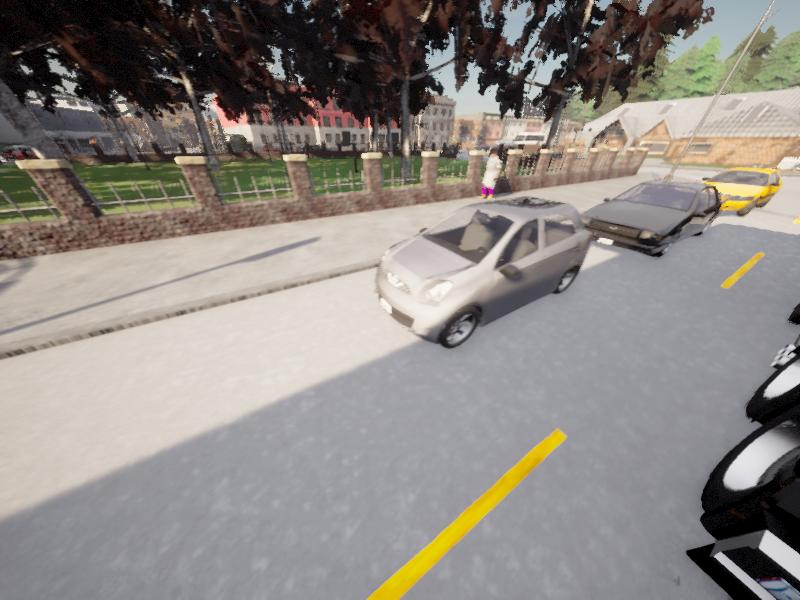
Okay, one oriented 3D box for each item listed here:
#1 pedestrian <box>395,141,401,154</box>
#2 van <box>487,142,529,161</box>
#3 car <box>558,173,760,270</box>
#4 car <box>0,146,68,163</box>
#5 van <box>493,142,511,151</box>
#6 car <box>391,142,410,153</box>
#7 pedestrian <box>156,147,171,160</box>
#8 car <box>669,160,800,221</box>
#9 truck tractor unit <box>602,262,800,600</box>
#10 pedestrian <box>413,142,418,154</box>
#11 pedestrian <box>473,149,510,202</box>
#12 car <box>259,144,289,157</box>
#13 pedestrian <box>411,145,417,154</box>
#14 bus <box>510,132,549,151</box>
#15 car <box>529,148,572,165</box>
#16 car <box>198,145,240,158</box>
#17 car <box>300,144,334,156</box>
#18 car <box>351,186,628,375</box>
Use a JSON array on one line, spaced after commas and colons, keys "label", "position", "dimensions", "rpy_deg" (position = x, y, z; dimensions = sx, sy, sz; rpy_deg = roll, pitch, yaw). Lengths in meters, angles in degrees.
[{"label": "pedestrian", "position": [-0.387, -26.862, 40.777], "dimensions": [0.751, 1.860, 0.751], "rpy_deg": [-18, 39, -24]}, {"label": "van", "position": [14.734, -20.500, 31.830], "dimensions": [2.069, 2.038, 4.480], "rpy_deg": [-18, 39, -24]}, {"label": "car", "position": [7.231, -2.504, 6.452], "dimensions": [5.357, 1.411, 2.033], "rpy_deg": [-18, 39, -25]}, {"label": "car", "position": [-41.437, -16.529, 26.109], "dimensions": [3.806, 1.475, 1.970], "rpy_deg": [-18, 39, -24]}, {"label": "van", "position": [27.749, -41.707, 62.874], "dimensions": [4.442, 1.987, 1.775], "rpy_deg": [-18, 39, -24]}, {"label": "car", "position": [0.035, -32.230, 48.700], "dimensions": [3.866, 1.878, 1.905], "rpy_deg": [-3, 35, -6]}, {"label": "pedestrian", "position": [-28.395, -17.636, 27.748], "dimensions": [0.751, 1.300, 0.751], "rpy_deg": [-18, 39, -24]}, {"label": "car", "position": [13.667, -4.589, 9.345], "dimensions": [5.366, 1.575, 1.801], "rpy_deg": [-18, 39, -24]}, {"label": "truck tractor unit", "position": [5.112, -0.300, 0.785], "dimensions": [6.516, 4.208, 3.053], "rpy_deg": [-18, 39, -24]}, {"label": "pedestrian", "position": [2.757, -27.614, 41.888], "dimensions": [0.751, 1.860, 0.751], "rpy_deg": [-4, 35, -6]}, {"label": "pedestrian", "position": [3.772, -5.168, 9.619], "dimensions": [0.751, 1.860, 0.751], "rpy_deg": [-18, 39, -24]}, {"label": "car", "position": [-19.807, -23.599, 36.403], "dimensions": [3.705, 1.549, 1.789], "rpy_deg": [-18, 39, -24]}, {"label": "pedestrian", "position": [2.419, -26.512, 40.790], "dimensions": [0.751, 1.300, 0.751], "rpy_deg": [-18, 39, -24]}, {"label": "bus", "position": [37.350, -45.665, 66.661], "dimensions": [10.273, 4.253, 3.944], "rpy_deg": [-18, 39, -24]}, {"label": "car", "position": [17.830, -17.204, 27.567], "dimensions": [1.845, 1.501, 3.633], "rpy_deg": [-18, 39, -24]}, {"label": "car", "position": [-26.035, -21.562, 33.441], "dimensions": [4.514, 1.525, 2.007], "rpy_deg": [-18, 39, -24]}, {"label": "car", "position": [-13.975, -25.470, 39.198], "dimensions": [4.892, 1.490, 1.837], "rpy_deg": [-19, 39, -25]}, {"label": "car", "position": [1.363, -0.725, 3.723], "dimensions": [3.633, 1.501, 1.845], "rpy_deg": [-19, 39, -26]}]
